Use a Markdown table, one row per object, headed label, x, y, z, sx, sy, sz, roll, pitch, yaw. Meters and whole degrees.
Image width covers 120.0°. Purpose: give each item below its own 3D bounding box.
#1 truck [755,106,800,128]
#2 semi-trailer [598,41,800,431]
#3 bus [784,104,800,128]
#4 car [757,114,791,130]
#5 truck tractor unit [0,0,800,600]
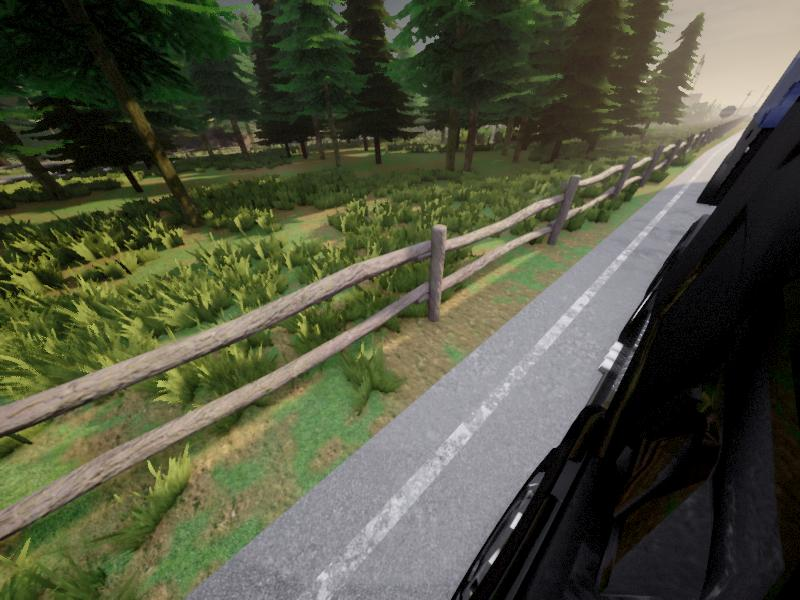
| label | x | y | z | sx | sy | sz | roll | pitch | yaw |
| --- | --- | --- | --- | --- | --- | --- | --- | --- | --- |
| truck | 56.689 | -27.529 | 34.776 | 5.204 | 2.467 | 2.627 | -27 | 43 | -29 |
| semi-trailer | 8.687 | -3.615 | 4.236 | 14.254 | 4.402 | 2.717 | -28 | 44 | -30 |
| bus | 61.055 | -27.882 | 33.481 | 10.273 | 4.253 | 3.944 | -27 | 43 | -29 |
| car | 51.298 | -24.452 | 31.725 | 3.988 | 1.617 | 1.851 | -27 | 43 | -29 |
| truck tractor unit | 2.645 | -0.295 | 0.352 | 6.516 | 4.208 | 3.053 | -28 | 44 | -30 |
